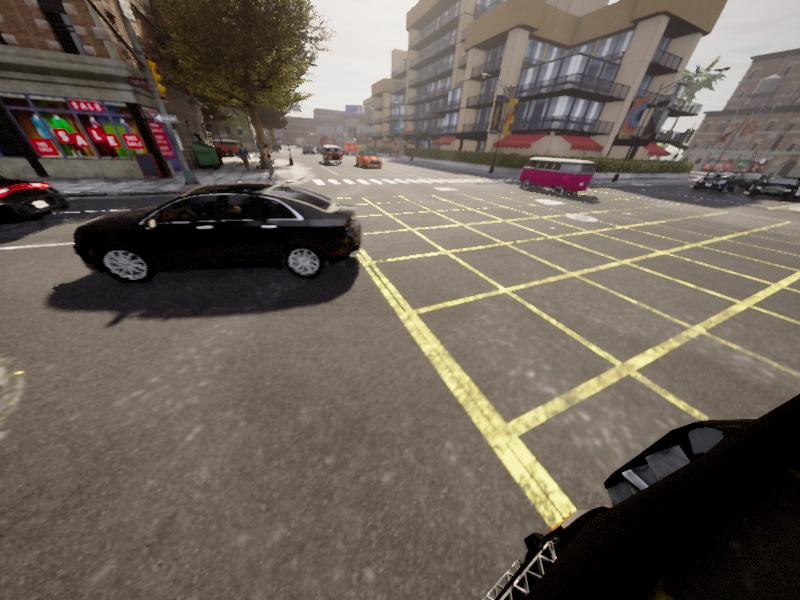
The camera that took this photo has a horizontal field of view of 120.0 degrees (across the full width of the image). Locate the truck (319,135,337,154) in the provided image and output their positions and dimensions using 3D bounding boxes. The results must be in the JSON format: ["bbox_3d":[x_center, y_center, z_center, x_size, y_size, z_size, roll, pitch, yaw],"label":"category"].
[{"bbox_3d":[-19.606,-42.195,62.671,2.891,3.827,8.468,-12,36,-21],"label":"truck"}]

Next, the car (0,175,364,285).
[{"bbox_3d":[-3.229,-1.473,4.584,4.892,1.490,1.837,-2,33,-8],"label":"car"}]

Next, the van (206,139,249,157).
[{"bbox_3d":[-25.190,-22.334,33.957,4.442,1.987,1.775,-9,35,-17],"label":"van"}]

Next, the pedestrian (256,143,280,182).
[{"bbox_3d":[-7.583,-7.932,13.349,0.751,1.860,0.751,-12,36,-21],"label":"pedestrian"}]

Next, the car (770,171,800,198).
[{"bbox_3d":[35.852,-10.214,20.374,4.605,1.855,1.932,-12,36,-21],"label":"car"}]

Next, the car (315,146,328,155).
[{"bbox_3d":[-18.268,-34.771,53.683,1.837,1.490,4.892,-12,36,-21],"label":"car"}]

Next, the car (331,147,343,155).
[{"bbox_3d":[-14.848,-35.183,54.520,1.789,1.549,3.705,-12,37,-21],"label":"car"}]

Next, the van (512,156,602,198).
[{"bbox_3d":[10.277,-8.435,15.658,1.775,1.987,4.442,-12,36,-21],"label":"van"}]

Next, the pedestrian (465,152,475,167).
[{"bbox_3d":[10.473,-21.020,34.459,0.751,1.860,0.751,-12,36,-21],"label":"pedestrian"}]

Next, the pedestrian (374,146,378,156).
[{"bbox_3d":[-5.830,-36.575,56.698,0.751,1.860,0.751,3,34,0],"label":"pedestrian"}]

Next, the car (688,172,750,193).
[{"bbox_3d":[28.880,-10.691,20.931,3.806,1.475,1.970,-12,36,-21],"label":"car"}]

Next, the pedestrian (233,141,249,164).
[{"bbox_3d":[-15.302,-14.254,22.306,0.751,1.860,0.751,-13,37,-23],"label":"pedestrian"}]

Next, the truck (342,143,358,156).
[{"bbox_3d":[-12.363,-37.162,56.855,2.627,2.467,5.204,-12,36,-21],"label":"truck"}]

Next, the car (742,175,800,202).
[{"bbox_3d":[30.138,-8.865,18.223,4.974,1.542,2.038,-12,36,-21],"label":"car"}]

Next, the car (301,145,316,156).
[{"bbox_3d":[-18.815,-30.818,47.567,2.152,1.651,5.027,-12,36,-21],"label":"car"}]

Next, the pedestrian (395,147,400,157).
[{"bbox_3d":[-0.608,-33.651,52.681,0.751,1.860,0.751,-11,36,-20],"label":"pedestrian"}]

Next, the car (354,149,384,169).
[{"bbox_3d":[-3.615,-16.445,26.875,2.097,1.767,4.553,-12,36,-21],"label":"car"}]

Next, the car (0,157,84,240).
[{"bbox_3d":[-11.513,-2.184,5.000,4.974,1.542,2.038,-12,36,-21],"label":"car"}]

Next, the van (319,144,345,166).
[{"bbox_3d":[-8.367,-17.845,28.397,2.069,2.038,4.480,-12,37,-21],"label":"van"}]

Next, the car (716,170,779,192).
[{"bbox_3d":[34.989,-12.051,23.294,5.238,1.638,1.930,-12,36,-21],"label":"car"}]

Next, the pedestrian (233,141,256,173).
[{"bbox_3d":[-11.039,-10.118,16.387,0.751,1.860,0.751,-24,42,-34],"label":"pedestrian"}]
